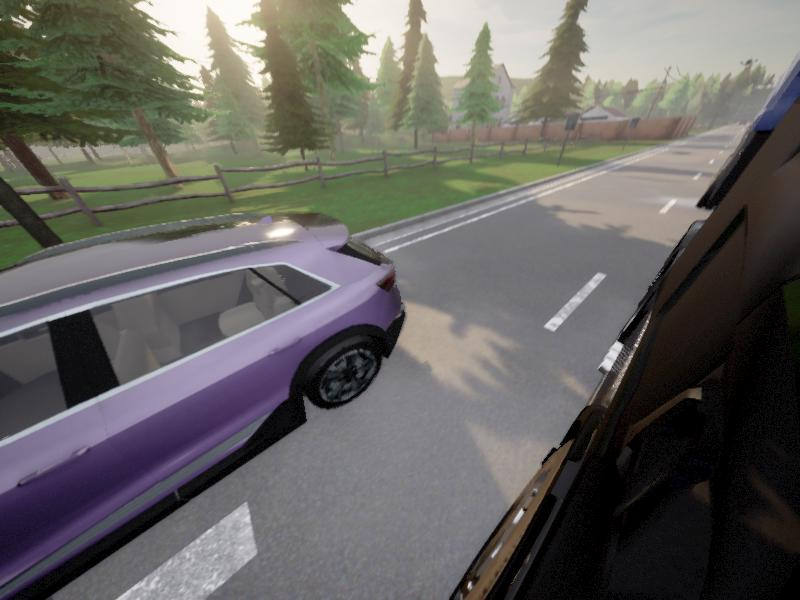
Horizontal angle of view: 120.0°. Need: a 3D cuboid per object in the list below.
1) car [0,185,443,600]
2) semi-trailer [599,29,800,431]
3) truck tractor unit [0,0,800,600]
[{"bbox_3d":[-2.141,0.486,1.765,4.856,1.649,2.033,-27,42,-30],"label":"car"},{"bbox_3d":[8.714,-3.551,4.298,14.254,4.402,2.717,-27,42,-30],"label":"semi-trailer"},{"bbox_3d":[2.645,-0.295,0.351,6.516,4.208,3.053,-28,44,-30],"label":"truck tractor unit"}]
